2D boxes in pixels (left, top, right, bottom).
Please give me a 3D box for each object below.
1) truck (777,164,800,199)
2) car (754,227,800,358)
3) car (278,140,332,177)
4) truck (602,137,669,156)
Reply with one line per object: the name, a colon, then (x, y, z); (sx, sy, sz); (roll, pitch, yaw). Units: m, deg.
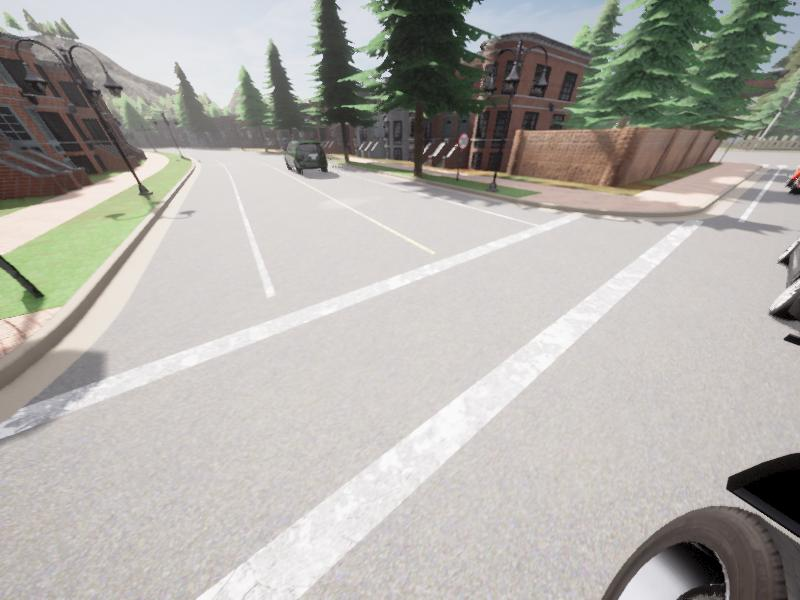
truck: (19.765, -5.894, 9.970); (5.204, 2.467, 2.627); (-22, 41, -28)
car: (7.437, -0.540, 3.194); (5.238, 1.638, 1.930); (-22, 41, -28)
car: (-7.430, -11.079, 17.871); (2.150, 2.045, 5.566); (-21, 40, -26)
truck: (34.400, -22.726, 34.083); (2.390, 2.098, 6.274); (-22, 40, -28)
